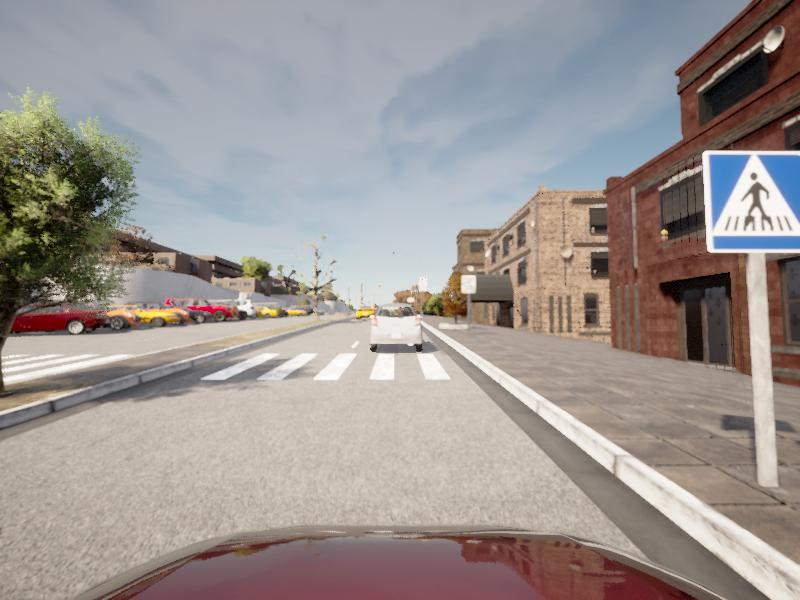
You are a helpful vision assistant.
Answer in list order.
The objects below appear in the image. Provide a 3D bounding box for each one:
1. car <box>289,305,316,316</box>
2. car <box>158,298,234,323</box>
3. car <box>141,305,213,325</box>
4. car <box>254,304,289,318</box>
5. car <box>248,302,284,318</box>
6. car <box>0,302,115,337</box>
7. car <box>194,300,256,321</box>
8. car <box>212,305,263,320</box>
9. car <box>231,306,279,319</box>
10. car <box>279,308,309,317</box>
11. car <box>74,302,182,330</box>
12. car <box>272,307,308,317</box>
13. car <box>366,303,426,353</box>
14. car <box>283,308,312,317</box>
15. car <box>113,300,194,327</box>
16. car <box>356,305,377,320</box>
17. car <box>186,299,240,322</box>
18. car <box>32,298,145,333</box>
[{"bbox_3d":[-17.847,1.927,73.132,4.442,1.987,1.878,0,-2,-21],"label":"car"},{"bbox_3d":[-17.380,0.888,34.406,5.566,2.045,2.435,0,-1,-21],"label":"car"},{"bbox_3d":[-17.363,1.123,31.409,4.674,1.452,2.002,0,-1,-21],"label":"car"},{"bbox_3d":[-17.730,1.539,55.214,4.553,1.767,2.185,0,-2,-21],"label":"car"},{"bbox_3d":[-17.553,1.357,52.294,4.442,1.987,1.878,0,-2,-21],"label":"car"},{"bbox_3d":[-17.184,0.920,19.508,5.008,1.535,2.097,-1,0,-21],"label":"car"},{"bbox_3d":[-17.514,1.017,40.329,5.566,2.045,2.435,0,-1,-21],"label":"car"},{"bbox_3d":[-17.534,1.343,43.314,5.008,1.535,2.097,0,-2,-21],"label":"car"},{"bbox_3d":[-17.786,1.500,49.195,5.366,1.575,1.946,0,-1,-21],"label":"car"},{"bbox_3d":[-17.870,2.030,67.128,4.674,1.452,2.002,0,-2,-21],"label":"car"},{"bbox_3d":[-17.104,0.985,25.532,5.366,1.575,1.946,-1,-1,-21],"label":"car"},{"bbox_3d":[-17.653,1.905,64.219,5.366,1.575,1.946,0,-2,-21],"label":"car"},{"bbox_3d":[-0.143,0.871,13.963,1.845,1.501,3.633,0,0,-1],"label":"car"},{"bbox_3d":[-17.905,2.111,70.100,4.674,1.452,2.002,0,-1,-21],"label":"car"},{"bbox_3d":[-17.349,0.909,28.427,4.553,1.767,2.185,0,-1,-21],"label":"car"},{"bbox_3d":[-3.567,1.330,43.071,1.882,1.535,5.008,0,-1,-1],"label":"car"},{"bbox_3d":[-17.340,0.975,37.409,4.442,1.987,1.878,0,-1,-21],"label":"car"},{"bbox_3d":[-17.266,0.827,22.476,4.553,1.767,2.185,-1,-1,-21],"label":"car"}]
